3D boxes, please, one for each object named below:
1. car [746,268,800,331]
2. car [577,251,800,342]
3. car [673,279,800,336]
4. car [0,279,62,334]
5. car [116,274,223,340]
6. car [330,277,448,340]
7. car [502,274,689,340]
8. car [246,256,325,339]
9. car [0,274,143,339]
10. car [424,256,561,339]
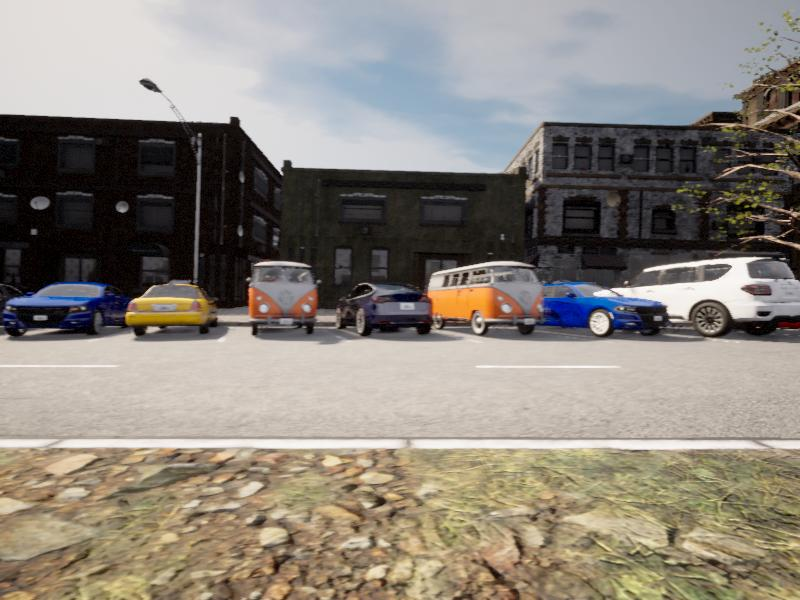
[{"bbox_3d":[14.422,-0.033,12.045,2.435,2.045,5.566,0,-1,-20],"label":"car"},{"bbox_3d":[8.414,-0.038,12.075,2.435,2.045,5.566,0,-1,-20],"label":"car"},{"bbox_3d":[11.432,0.215,12.036,2.097,1.535,5.008,1,-1,-20],"label":"car"},{"bbox_3d":[-12.656,0.195,12.056,2.231,1.521,4.892,0,-1,-21],"label":"car"},{"bbox_3d":[-6.694,0.200,12.270,1.946,1.575,5.366,0,-1,-20],"label":"car"},{"bbox_3d":[-0.611,0.236,12.115,2.163,1.488,4.792,0,-1,-20],"label":"car"},{"bbox_3d":[5.422,0.211,12.066,2.097,1.535,5.008,1,-1,-20],"label":"car"},{"bbox_3d":[-3.567,-0.024,11.991,1.878,1.987,4.442,1,-1,-20],"label":"car"},{"bbox_3d":[-9.638,0.197,12.099,2.097,1.535,5.008,1,-1,-20],"label":"car"},{"bbox_3d":[2.458,-0.019,11.972,1.878,1.987,4.442,1,-1,-20],"label":"car"}]
